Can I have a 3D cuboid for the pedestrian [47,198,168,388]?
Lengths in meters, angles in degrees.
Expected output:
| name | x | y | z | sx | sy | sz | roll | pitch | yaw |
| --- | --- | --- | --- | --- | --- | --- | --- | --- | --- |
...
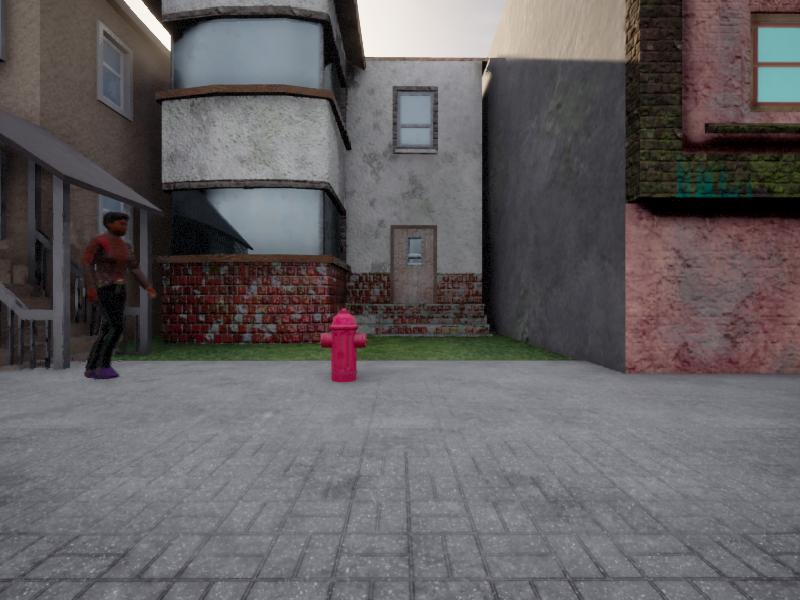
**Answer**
| name | x | y | z | sx | sy | sz | roll | pitch | yaw |
| --- | --- | --- | --- | --- | --- | --- | --- | --- | --- |
| pedestrian | -3.131 | -0.067 | 4.345 | 0.751 | 1.860 | 0.751 | 0 | 0 | 8 |
